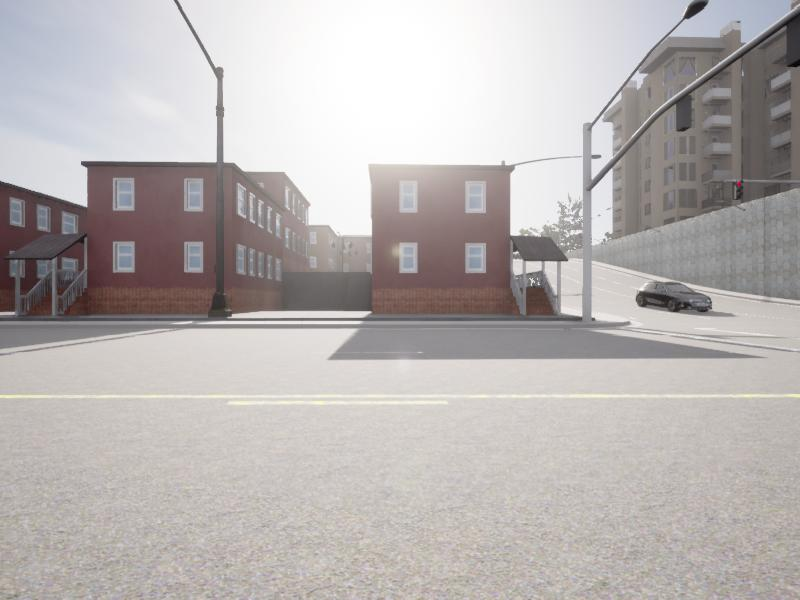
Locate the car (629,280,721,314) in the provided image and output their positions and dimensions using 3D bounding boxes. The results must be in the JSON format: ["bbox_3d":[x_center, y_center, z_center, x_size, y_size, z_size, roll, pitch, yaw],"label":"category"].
[{"bbox_3d":[16.117,-0.256,23.853,2.033,1.649,4.856,0,5,0],"label":"car"}]
